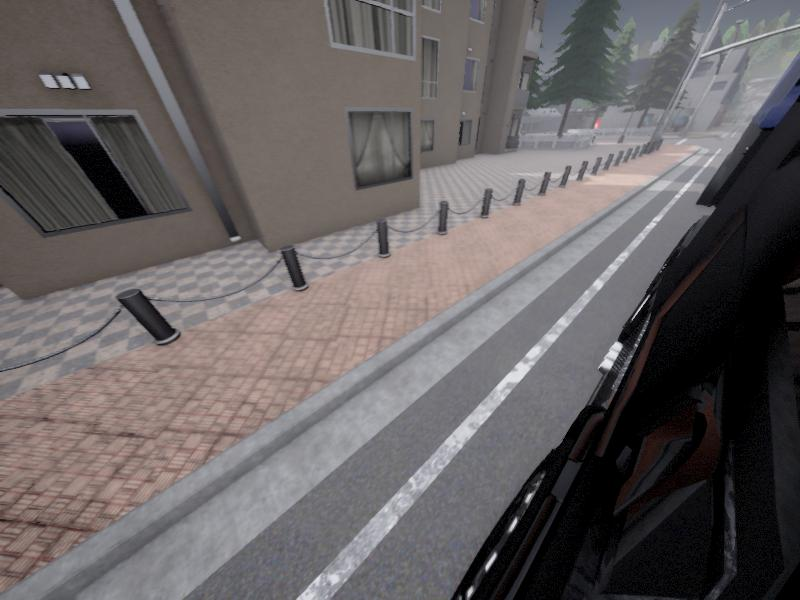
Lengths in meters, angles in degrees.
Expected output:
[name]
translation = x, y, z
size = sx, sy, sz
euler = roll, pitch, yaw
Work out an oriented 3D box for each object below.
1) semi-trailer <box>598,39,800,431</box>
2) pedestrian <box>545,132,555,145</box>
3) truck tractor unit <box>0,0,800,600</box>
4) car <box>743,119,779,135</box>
[semi-trailer]
translation = 8.696, -3.591, 4.254
size = 14.254, 4.402, 2.717
euler = -28, 43, -30
[pedestrian]
translation = 16.038, -17.263, 24.748
size = 0.500, 1.100, 0.500
euler = 29, 47, 36
[truck tractor unit]
translation = 2.645, -0.295, 0.351
size = 6.516, 4.208, 3.053
euler = -28, 44, -30
[car]
translation = 45.825, -22.011, 29.375
size = 4.181, 1.385, 1.994
euler = -28, 43, -30
